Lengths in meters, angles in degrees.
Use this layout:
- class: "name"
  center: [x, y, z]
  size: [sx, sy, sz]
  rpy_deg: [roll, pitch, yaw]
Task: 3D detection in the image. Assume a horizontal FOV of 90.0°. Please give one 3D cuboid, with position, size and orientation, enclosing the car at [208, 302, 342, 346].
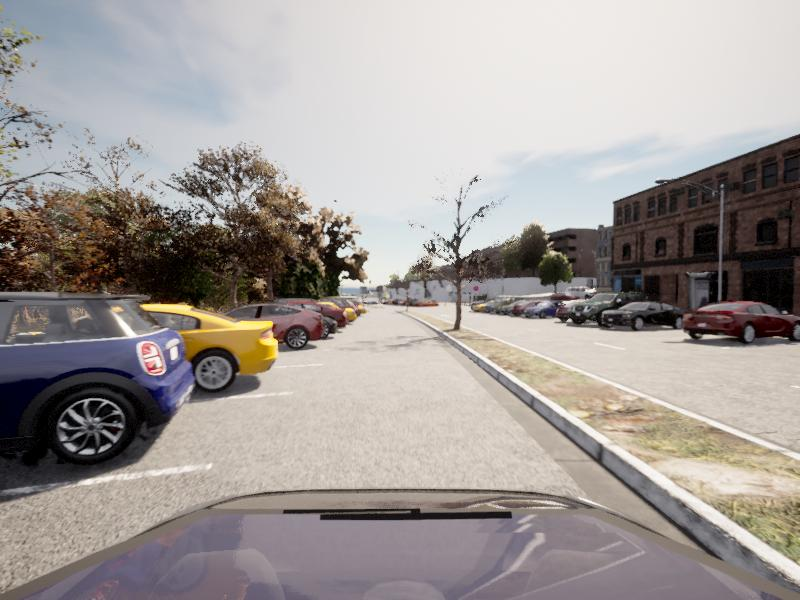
- class: "car"
  center: [-4.937, 0.852, 16.037]
  size: [4.792, 1.488, 2.163]
  rpy_deg: [-1, 0, -21]

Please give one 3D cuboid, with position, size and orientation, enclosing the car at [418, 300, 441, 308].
- class: "car"
  center: [6.639, 0.813, 89.192]
  size: [4.553, 1.767, 2.185]
  rpy_deg: [0, 0, -30]

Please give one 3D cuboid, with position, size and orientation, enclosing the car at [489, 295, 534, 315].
- class: "car"
  center: [11.912, 0.540, 42.577]
  size: [4.442, 1.987, 1.878]
  rpy_deg: [1, 0, -25]

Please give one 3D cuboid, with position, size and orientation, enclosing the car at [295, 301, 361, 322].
- class: "car"
  center: [-5.553, 0.860, 30.815]
  size: [4.674, 1.452, 2.002]
  rpy_deg: [-1, 0, -23]

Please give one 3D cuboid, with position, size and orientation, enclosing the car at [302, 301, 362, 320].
- class: "car"
  center: [-5.727, 0.859, 33.771]
  size: [4.674, 1.452, 2.002]
  rpy_deg: [-1, 0, -23]

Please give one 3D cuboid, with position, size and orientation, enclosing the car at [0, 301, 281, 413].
- class: "car"
  center: [-4.810, 0.826, 7.132]
  size: [5.008, 1.535, 2.097]
  rpy_deg: [-1, 0, -20]

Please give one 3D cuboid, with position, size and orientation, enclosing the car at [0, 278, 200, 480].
- class: "car"
  center: [-4.775, 0.701, 4.176]
  size: [4.553, 1.767, 2.185]
  rpy_deg: [-1, 0, -20]

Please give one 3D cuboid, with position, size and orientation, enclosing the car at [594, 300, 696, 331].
- class: "car"
  center: [13.148, 0.786, 21.510]
  size: [5.008, 1.535, 2.097]
  rpy_deg: [1, 0, -22]

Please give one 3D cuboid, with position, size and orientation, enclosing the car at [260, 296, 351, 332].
- class: "car"
  center: [-5.181, 0.697, 21.933]
  size: [4.553, 1.767, 2.185]
  rpy_deg: [-1, 0, -22]

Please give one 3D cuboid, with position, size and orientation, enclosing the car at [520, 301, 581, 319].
- class: "car"
  center: [12.606, 0.815, 33.583]
  size: [4.674, 1.452, 2.002]
  rpy_deg: [1, 0, -23]

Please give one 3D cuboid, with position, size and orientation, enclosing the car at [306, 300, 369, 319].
- class: "car"
  center: [-5.752, 0.813, 36.805]
  size: [5.366, 1.575, 1.946]
  rpy_deg: [-1, 0, -24]

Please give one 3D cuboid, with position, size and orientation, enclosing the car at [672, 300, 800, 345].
- class: "car"
  center: [13.296, 0.792, 15.474]
  size: [5.008, 1.535, 2.097]
  rpy_deg: [1, 0, -21]

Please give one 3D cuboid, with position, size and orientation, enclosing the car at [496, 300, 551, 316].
- class: "car"
  center: [12.236, 0.771, 39.614]
  size: [4.892, 1.521, 2.231]
  rpy_deg: [1, 0, -24]

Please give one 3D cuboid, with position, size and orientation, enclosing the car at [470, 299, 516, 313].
- class: "car"
  center: [11.361, 0.757, 48.569]
  size: [5.366, 1.575, 1.946]
  rpy_deg: [1, 0, -25]

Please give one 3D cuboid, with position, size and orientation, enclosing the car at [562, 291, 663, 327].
- class: "car"
  center: [13.014, 0.532, 24.515]
  size: [5.566, 2.045, 2.435]
  rpy_deg: [1, 0, -22]

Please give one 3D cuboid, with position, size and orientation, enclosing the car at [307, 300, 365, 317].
- class: "car"
  center: [-6.294, 0.817, 39.605]
  size: [5.366, 1.575, 1.946]
  rpy_deg: [-1, 0, -24]

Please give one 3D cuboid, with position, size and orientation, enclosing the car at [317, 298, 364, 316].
- class: "car"
  center: [-6.318, 0.691, 42.646]
  size: [4.553, 1.767, 2.185]
  rpy_deg: [-1, 0, -24]

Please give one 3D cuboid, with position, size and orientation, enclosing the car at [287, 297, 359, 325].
- class: "car"
  center: [-5.376, 0.694, 27.867]
  size: [4.553, 1.767, 2.185]
  rpy_deg: [-1, 0, -23]

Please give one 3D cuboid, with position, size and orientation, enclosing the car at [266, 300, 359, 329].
- class: "car"
  center: [-5.438, 0.821, 24.826]
  size: [5.366, 1.575, 1.946]
  rpy_deg: [-1, 0, -22]

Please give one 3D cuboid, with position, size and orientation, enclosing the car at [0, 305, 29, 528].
- class: "car"
  center: [-4.792, 0.829, 1.199]
  size: [4.892, 1.521, 2.231]
  rpy_deg: [-1, 0, -20]

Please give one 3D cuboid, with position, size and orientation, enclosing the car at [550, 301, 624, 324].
- class: "car"
  center: [12.905, 0.820, 27.553]
  size: [4.674, 1.452, 2.002]
  rpy_deg: [1, 0, -23]

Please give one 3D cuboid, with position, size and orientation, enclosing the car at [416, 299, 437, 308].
- class: "car"
  center: [6.067, 0.706, 92.115]
  size: [4.442, 1.987, 1.878]
  rpy_deg: [0, 0, -30]

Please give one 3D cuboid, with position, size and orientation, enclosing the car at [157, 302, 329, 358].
- class: "car"
  center: [-4.929, 0.854, 13.042]
  size: [4.792, 1.488, 2.163]
  rpy_deg: [-1, 0, -21]

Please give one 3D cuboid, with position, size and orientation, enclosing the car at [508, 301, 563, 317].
- class: "car"
  center: [12.420, 0.812, 36.602]
  size: [4.674, 1.452, 2.002]
  rpy_deg: [1, 0, -24]

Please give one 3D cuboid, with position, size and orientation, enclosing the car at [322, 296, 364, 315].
- class: "car"
  center: [-6.488, 0.589, 45.635]
  size: [4.442, 1.987, 1.878]
  rpy_deg: [-1, 0, -25]

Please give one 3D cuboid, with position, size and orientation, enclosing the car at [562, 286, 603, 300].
- class: "car"
  center: [29.146, -1.106, 64.168]
  size: [2.435, 2.045, 5.566]
  rpy_deg: [-7, 4, -30]

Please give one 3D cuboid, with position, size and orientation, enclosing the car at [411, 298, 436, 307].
- class: "car"
  center: [5.622, 0.674, 95.120]
  size: [5.566, 2.045, 2.435]
  rpy_deg: [1, 0, -30]

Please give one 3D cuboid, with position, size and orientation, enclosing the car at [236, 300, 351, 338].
- class: "car"
  center: [-5.041, 0.822, 18.980]
  size: [5.008, 1.535, 2.097]
  rpy_deg: [-1, 0, -22]

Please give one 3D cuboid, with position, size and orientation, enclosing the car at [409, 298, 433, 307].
- class: "car"
  center: [5.135, 0.668, 98.118]
  size: [5.566, 2.045, 2.435]
  rpy_deg: [0, 0, -30]

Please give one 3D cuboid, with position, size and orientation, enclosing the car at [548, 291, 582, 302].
- class: "car"
  center: [26.194, -0.526, 63.678]
  size: [2.002, 1.452, 4.674]
  rpy_deg: [-7, 4, -30]

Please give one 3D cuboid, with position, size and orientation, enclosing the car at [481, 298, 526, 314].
- class: "car"
  center: [11.811, 0.639, 45.650]
  size: [4.553, 1.767, 2.185]
  rpy_deg: [1, 0, -25]
